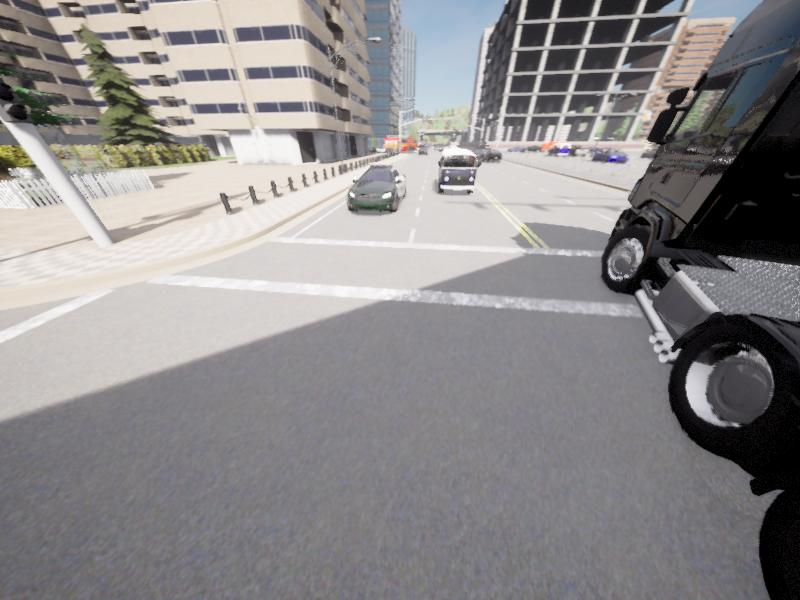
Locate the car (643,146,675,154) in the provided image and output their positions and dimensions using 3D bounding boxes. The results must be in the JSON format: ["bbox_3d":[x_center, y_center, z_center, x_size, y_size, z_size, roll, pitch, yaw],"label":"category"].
[{"bbox_3d":[63.643,-37.008,56.881,5.008,1.535,1.882,4,34,6],"label":"car"}]

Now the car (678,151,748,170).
[{"bbox_3d":[31.586,-14.283,23.518,1.970,1.475,3.806,4,34,6],"label":"car"}]

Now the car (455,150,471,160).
[{"bbox_3d":[10.358,-23.998,38.196,1.895,1.301,4.718,4,34,6],"label":"car"}]

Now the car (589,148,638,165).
[{"bbox_3d":[26.808,-18.327,29.340,2.242,1.667,4.611,4,34,6],"label":"car"}]

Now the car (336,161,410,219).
[{"bbox_3d":[-0.847,-5.084,10.230,2.038,1.542,4.974,4,35,6],"label":"car"}]

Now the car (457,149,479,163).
[{"bbox_3d":[9.582,-20.515,32.917,2.163,1.488,4.792,4,34,6],"label":"car"}]

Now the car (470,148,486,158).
[{"bbox_3d":[14.751,-28.023,44.012,2.033,1.411,5.357,4,34,6],"label":"car"}]

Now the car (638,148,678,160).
[{"bbox_3d":[39.197,-22.317,35.302,1.970,1.475,3.806,4,34,6],"label":"car"}]

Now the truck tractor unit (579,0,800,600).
[{"bbox_3d":[4.285,-0.733,1.430,3.053,4.208,6.516,15,37,21],"label":"truck tractor unit"}]

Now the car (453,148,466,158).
[{"bbox_3d":[11.199,-27.953,43.873,1.812,1.442,4.674,4,34,6],"label":"car"}]

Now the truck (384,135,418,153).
[{"bbox_3d":[0.314,-39.989,59.353,8.468,3.827,2.891,2,34,3],"label":"truck"}]

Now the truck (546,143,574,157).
[{"bbox_3d":[28.672,-26.949,41.531,2.069,2.038,4.478,4,34,6],"label":"truck"}]

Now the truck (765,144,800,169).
[{"bbox_3d":[40.201,-13.977,22.453,2.069,2.038,4.478,4,34,6],"label":"truck"}]

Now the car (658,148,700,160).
[{"bbox_3d":[42.069,-22.141,34.982,1.784,1.438,3.905,4,34,6],"label":"car"}]

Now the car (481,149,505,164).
[{"bbox_3d":[13.080,-20.406,32.701,1.882,1.535,5.008,4,34,6],"label":"car"}]

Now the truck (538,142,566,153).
[{"bbox_3d":[40.635,-40.886,61.794,5.204,2.467,2.627,4,34,6],"label":"truck"}]

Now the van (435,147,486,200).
[{"bbox_3d":[3.113,-7.211,12.879,2.069,2.038,4.480,4,35,6],"label":"van"}]

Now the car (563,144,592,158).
[{"bbox_3d":[31.554,-26.709,41.340,1.932,1.855,4.605,4,34,6],"label":"car"}]

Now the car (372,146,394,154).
[{"bbox_3d":[-4.229,-37.323,57.491,4.974,1.542,2.038,4,34,5],"label":"car"}]

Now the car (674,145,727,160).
[{"bbox_3d":[44.737,-22.157,34.626,1.932,1.855,4.605,4,34,6],"label":"car"}]

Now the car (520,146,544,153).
[{"bbox_3d":[34.069,-39.045,59.729,4.892,1.490,1.837,4,34,6],"label":"car"}]
